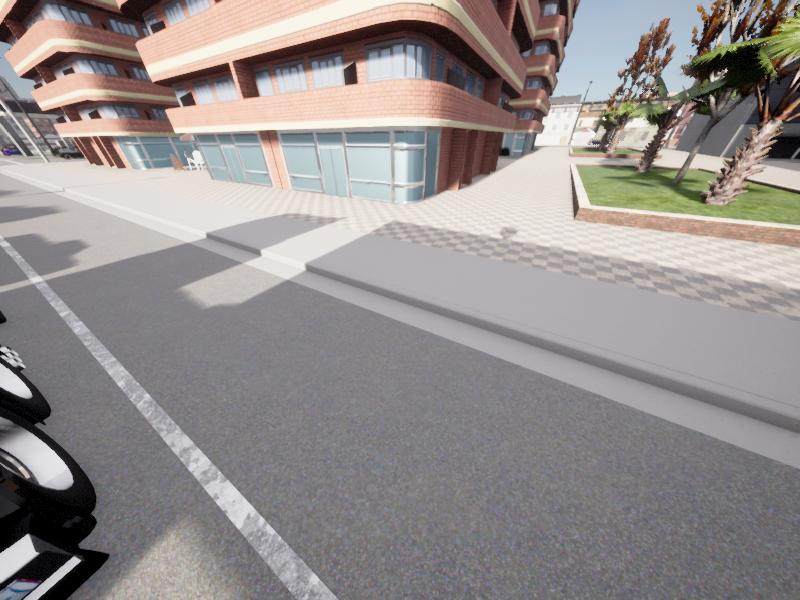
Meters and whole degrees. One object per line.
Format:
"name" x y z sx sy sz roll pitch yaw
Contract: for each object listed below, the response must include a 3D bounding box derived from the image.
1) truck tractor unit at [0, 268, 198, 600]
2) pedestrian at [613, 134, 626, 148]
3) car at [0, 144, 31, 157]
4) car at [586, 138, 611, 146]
"truck tractor unit" -5.121 -0.290 0.775 6.516 4.208 3.053 18 39 24
"pedestrian" 35.119 -25.443 36.910 0.751 1.860 0.751 18 39 24
"car" -67.468 -26.112 40.285 4.611 1.667 2.242 18 39 25
"car" 42.265 -33.713 49.298 3.633 1.501 1.845 18 39 25
